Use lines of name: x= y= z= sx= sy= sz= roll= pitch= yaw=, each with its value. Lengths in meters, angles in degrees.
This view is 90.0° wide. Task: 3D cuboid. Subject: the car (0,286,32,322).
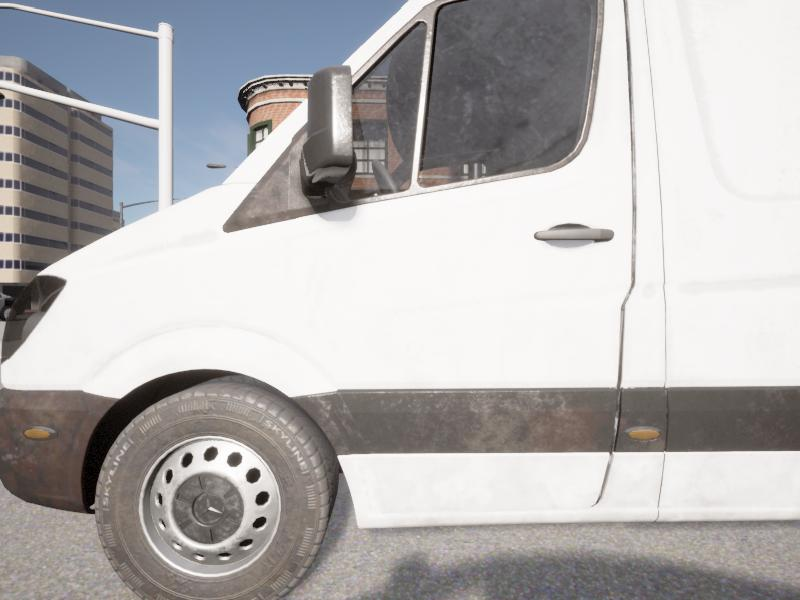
car: x=-18.959 y=0.171 z=16.969 sx=1.930 sy=1.638 sz=5.238 roll=0 pitch=0 yaw=-1

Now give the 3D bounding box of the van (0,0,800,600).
van: x=1.351 y=-0.278 z=2.210 sx=5.915 sy=2.561 sz=1.988 roll=0 pitch=0 yaw=0
